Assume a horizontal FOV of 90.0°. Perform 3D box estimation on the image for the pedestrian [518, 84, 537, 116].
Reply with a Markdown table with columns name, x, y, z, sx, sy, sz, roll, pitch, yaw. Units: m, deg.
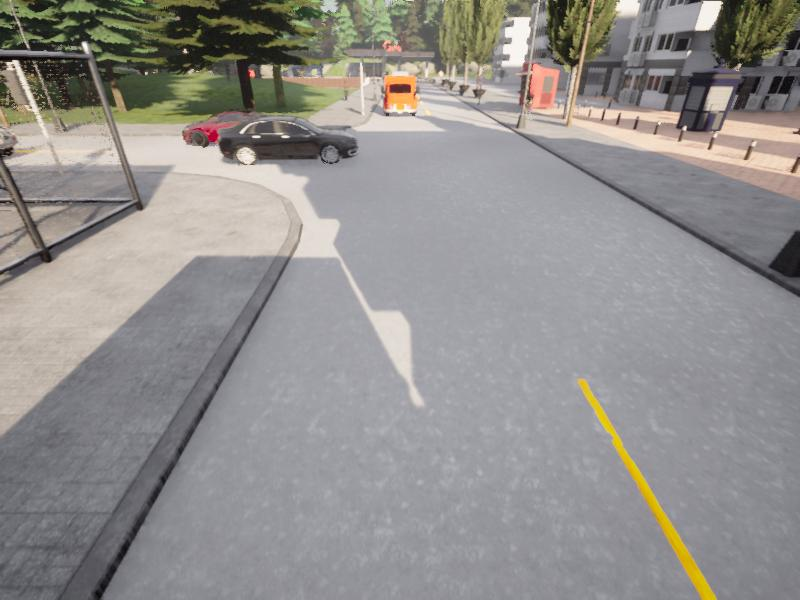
| name | x | y | z | sx | sy | sz | roll | pitch | yaw |
| --- | --- | --- | --- | --- | --- | --- | --- | --- | --- |
| pedestrian | 8.609 | -13.526 | 27.022 | 0.751 | 1.860 | 0.751 | -2 | 30 | -3 |

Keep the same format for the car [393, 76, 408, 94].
| name | x | y | z | sx | sy | sz | roll | pitch | yaw |
| --- | --- | --- | --- | --- | --- | --- | --- | --- | --- |
| car | 0.039 | -27.950 | 51.895 | 1.905 | 1.878 | 3.866 | 0 | 30 | 0 |

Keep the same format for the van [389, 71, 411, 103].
| name | x | y | z | sx | sy | sz | roll | pitch | yaw |
| --- | --- | --- | --- | --- | --- | --- | --- | --- | --- |
| van | 0.017 | -21.105 | 39.554 | 1.988 | 2.561 | 5.915 | 0 | 30 | 0 |

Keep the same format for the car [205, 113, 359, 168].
| name | x | y | z | sx | sy | sz | roll | pitch | yaw |
| --- | --- | --- | --- | --- | --- | --- | --- | --- | --- |
| car | -3.998 | -5.787 | 14.410 | 4.892 | 1.490 | 1.837 | -3 | 31 | -4 |

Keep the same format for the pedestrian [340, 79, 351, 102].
| name | x | y | z | sx | sy | sz | roll | pitch | yaw |
| --- | --- | --- | --- | --- | --- | --- | --- | --- | --- |
| pedestrian | -5.032 | -19.499 | 37.225 | 0.751 | 1.860 | 0.751 | 2 | 30 | 3 |

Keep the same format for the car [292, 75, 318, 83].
| name | x | y | z | sx | sy | sz | roll | pitch | yaw |
| --- | --- | --- | --- | --- | --- | --- | --- | --- | --- |
| car | -21.037 | -49.086 | 88.736 | 4.974 | 1.542 | 2.038 | 0 | 30 | 0 |

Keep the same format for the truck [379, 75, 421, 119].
| name | x | y | z | sx | sy | sz | roll | pitch | yaw |
| --- | --- | --- | --- | --- | --- | --- | --- | --- | --- |
| truck | 0.015 | -14.390 | 28.149 | 2.627 | 2.467 | 5.204 | 0 | 30 | 0 |

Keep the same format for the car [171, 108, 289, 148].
| name | x | y | z | sx | sy | sz | roll | pitch | yaw |
| --- | --- | --- | --- | --- | --- | --- | --- | --- | --- |
| car | -7.315 | -7.620 | 17.663 | 4.181 | 1.385 | 1.994 | -1 | 30 | -2 |

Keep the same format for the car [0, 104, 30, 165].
| name | x | y | z | sx | sy | sz | roll | pitch | yaw |
| --- | --- | --- | --- | --- | --- | --- | --- | --- | --- |
| car | -16.604 | -5.867 | 14.145 | 4.605 | 1.855 | 1.932 | 1 | 30 | -1 |

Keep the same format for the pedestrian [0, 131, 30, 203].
| name | x | y | z | sx | sy | sz | roll | pitch | yaw |
| --- | --- | --- | --- | --- | --- | --- | --- | --- | --- |
| pedestrian | -10.022 | -3.366 | 9.634 | 0.751 | 1.860 | 0.751 | -3 | 30 | -4 |
